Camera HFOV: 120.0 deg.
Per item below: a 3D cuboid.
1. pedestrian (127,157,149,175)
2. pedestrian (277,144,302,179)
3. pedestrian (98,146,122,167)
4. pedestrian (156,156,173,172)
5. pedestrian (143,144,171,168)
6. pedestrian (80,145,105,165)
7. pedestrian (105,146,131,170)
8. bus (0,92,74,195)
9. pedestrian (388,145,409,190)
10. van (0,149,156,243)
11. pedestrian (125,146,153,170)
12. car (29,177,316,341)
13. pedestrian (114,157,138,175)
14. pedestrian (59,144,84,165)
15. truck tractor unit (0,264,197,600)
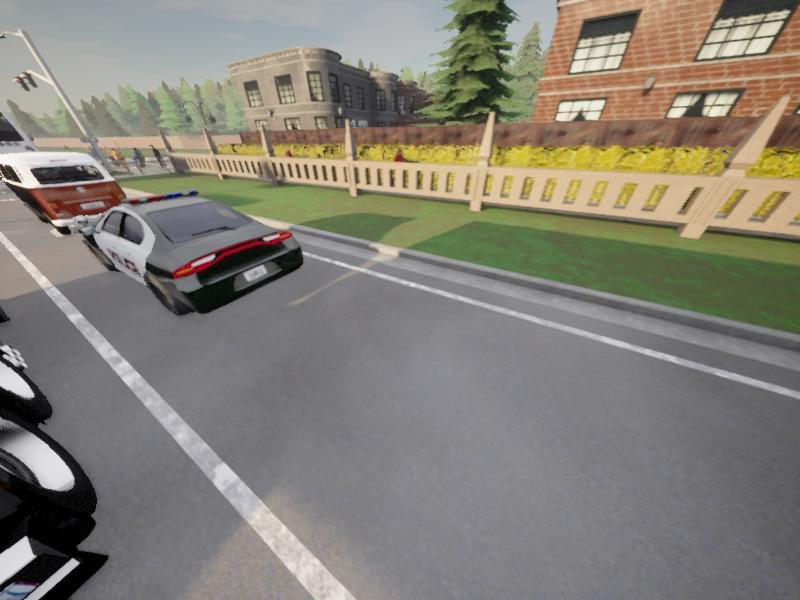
[{"bbox_3d":[-19.703,-10.099,17.380,0.500,1.100,0.500,10,36,14],"label":"pedestrian"},{"bbox_3d":[-7.201,-9.099,15.179,0.751,1.860,0.751,19,39,25],"label":"pedestrian"},{"bbox_3d":[-31.630,-15.629,25.201,0.751,1.860,0.751,21,40,27],"label":"pedestrian"},{"bbox_3d":[-19.042,-10.992,18.656,0.500,1.100,0.500,28,44,34],"label":"pedestrian"},{"bbox_3d":[-22.290,-13.216,21.210,0.751,1.860,0.751,2,35,3],"label":"pedestrian"},{"bbox_3d":[-34.627,-16.329,26.045,0.751,1.860,0.751,16,38,22],"label":"pedestrian"},{"bbox_3d":[-26.711,-13.486,21.900,0.751,1.860,0.751,21,40,27],"label":"pedestrian"},{"bbox_3d":[-24.531,-9.200,13.680,10.273,4.253,3.944,23,41,30],"label":"bus"},{"bbox_3d":[-0.074,-6.680,11.649,0.751,1.860,0.751,17,38,23],"label":"pedestrian"},{"bbox_3d":[-10.645,-3.522,7.351,4.480,2.038,2.069,18,39,24],"label":"van"},{"bbox_3d":[-24.477,-13.336,21.667,0.751,1.860,0.751,9,36,13],"label":"pedestrian"},{"bbox_3d":[-4.366,-1.269,4.510,4.974,1.542,2.038,18,39,24],"label":"car"},{"bbox_3d":[-20.185,-9.854,17.031,0.500,1.100,0.500,7,36,10],"label":"pedestrian"},{"bbox_3d":[-35.592,-15.746,25.044,0.751,1.860,0.751,20,40,27],"label":"pedestrian"},{"bbox_3d":[-5.115,-0.297,0.781,6.516,4.208,3.053,18,39,24],"label":"truck tractor unit"}]
